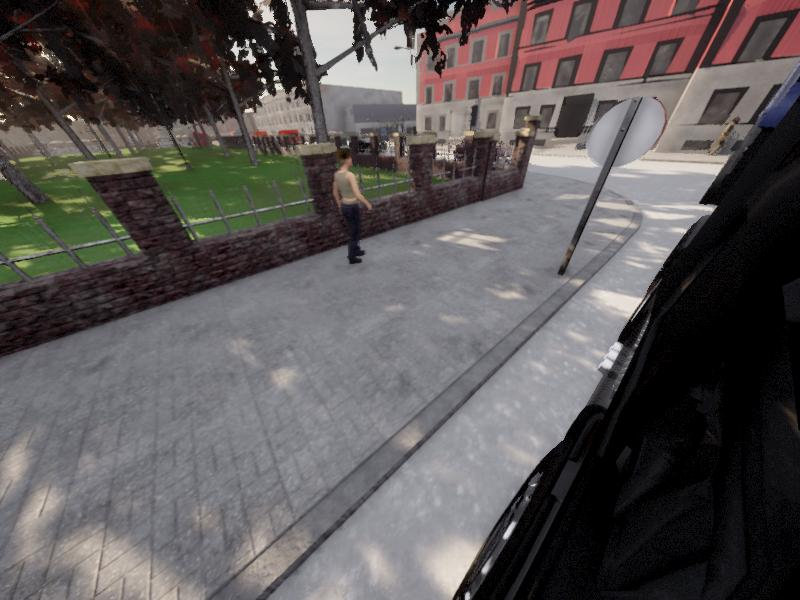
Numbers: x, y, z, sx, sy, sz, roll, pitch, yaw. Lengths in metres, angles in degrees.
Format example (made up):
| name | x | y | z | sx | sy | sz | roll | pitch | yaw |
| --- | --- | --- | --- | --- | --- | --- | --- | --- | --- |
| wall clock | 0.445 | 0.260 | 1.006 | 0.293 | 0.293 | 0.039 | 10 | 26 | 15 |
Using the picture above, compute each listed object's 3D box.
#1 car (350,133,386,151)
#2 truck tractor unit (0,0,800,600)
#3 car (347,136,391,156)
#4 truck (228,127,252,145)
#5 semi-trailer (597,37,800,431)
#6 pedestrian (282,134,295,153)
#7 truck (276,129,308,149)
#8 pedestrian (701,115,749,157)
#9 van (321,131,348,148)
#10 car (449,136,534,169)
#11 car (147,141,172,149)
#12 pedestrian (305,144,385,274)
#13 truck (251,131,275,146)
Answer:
| name | x | y | z | sx | sy | sz | roll | pitch | yaw |
| --- | --- | --- | --- | --- | --- | --- | --- | --- | --- |
| car | -4.134 | -20.304 | 29.615 | 2.033 | 1.649 | 4.856 | -28 | 44 | -30 |
| truck tractor unit | 2.645 | -0.295 | 0.351 | 6.516 | 4.208 | 3.053 | -28 | 44 | -30 |
| car | -3.282 | -15.909 | 23.774 | 1.882 | 1.535 | 5.008 | -28 | 43 | -29 |
| truck | -44.599 | -45.461 | 64.171 | 2.891 | 3.827 | 8.468 | -28 | 44 | -30 |
| semi-trailer | 8.729 | -3.584 | 4.197 | 14.254 | 4.402 | 2.717 | -28 | 44 | -29 |
| pedestrian | -13.182 | -18.522 | 27.384 | 0.751 | 1.860 | 0.751 | -27 | 43 | -29 |
| truck | -17.767 | -26.412 | 37.916 | 2.627 | 2.467 | 5.204 | -27 | 42 | -29 |
| pedestrian | 18.370 | -9.279 | 13.117 | 0.751 | 1.860 | 0.751 | -27 | 43 | -29 |
| van | -10.030 | -24.568 | 35.366 | 1.775 | 1.987 | 4.442 | -28 | 44 | -30 |
| car | 5.656 | -9.632 | 14.931 | 1.812 | 1.442 | 4.674 | -27 | 43 | -29 |
| car | -71.576 | -46.168 | 68.861 | 5.027 | 1.651 | 2.152 | -28 | 44 | -29 |
| pedestrian | -0.849 | -1.519 | 3.952 | 0.751 | 1.860 | 0.751 | -31 | 45 | -32 |
| truck | -29.249 | -34.440 | 49.218 | 2.627 | 2.467 | 5.204 | -28 | 44 | -30 |
